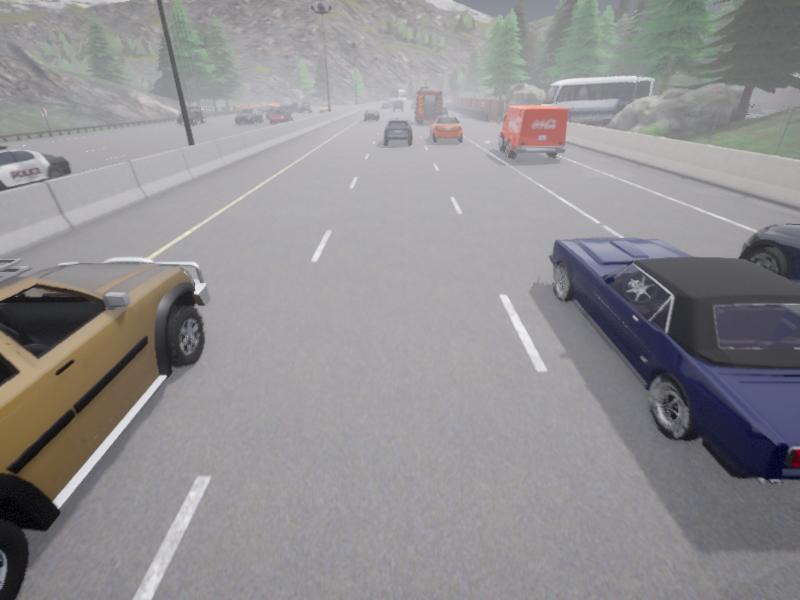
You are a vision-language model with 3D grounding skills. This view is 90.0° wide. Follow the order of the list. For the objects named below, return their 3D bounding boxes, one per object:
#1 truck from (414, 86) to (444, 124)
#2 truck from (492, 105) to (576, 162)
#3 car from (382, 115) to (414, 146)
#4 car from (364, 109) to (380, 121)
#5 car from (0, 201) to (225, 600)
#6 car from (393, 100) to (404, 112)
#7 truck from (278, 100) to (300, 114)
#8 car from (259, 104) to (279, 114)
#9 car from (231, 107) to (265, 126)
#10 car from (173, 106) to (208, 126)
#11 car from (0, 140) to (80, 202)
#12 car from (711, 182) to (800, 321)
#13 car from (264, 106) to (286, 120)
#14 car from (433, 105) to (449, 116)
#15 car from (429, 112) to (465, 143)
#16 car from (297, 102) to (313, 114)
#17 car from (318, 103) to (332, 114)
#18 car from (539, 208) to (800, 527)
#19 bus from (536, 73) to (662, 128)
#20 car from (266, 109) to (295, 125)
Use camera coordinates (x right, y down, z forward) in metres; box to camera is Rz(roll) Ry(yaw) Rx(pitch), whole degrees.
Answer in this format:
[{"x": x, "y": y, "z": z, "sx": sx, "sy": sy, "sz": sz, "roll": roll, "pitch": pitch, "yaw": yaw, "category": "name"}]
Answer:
[{"x": 3.333, "y": -23.610, "z": 48.389, "sx": 2.891, "sy": 3.827, "sz": 8.468, "roll": 0, "pitch": 27, "yaw": 0, "category": "truck"}, {"x": 6.926, "y": -9.144, "z": 21.655, "sx": 2.627, "sy": 2.467, "sz": 5.204, "roll": 0, "pitch": 27, "yaw": 0, "category": "truck"}, {"x": -0.122, "y": -12.015, "z": 28.250, "sx": 2.033, "sy": 1.649, "sz": 4.856, "roll": 0, "pitch": 27, "yaw": 0, "category": "car"}, {"x": -3.683, "y": -24.808, "z": 53.572, "sx": 1.895, "sy": 1.301, "sz": 4.718, "roll": 0, "pitch": 27, "yaw": 0, "category": "car"}, {"x": -3.500, "y": 0.658, "z": 3.334, "sx": 1.932, "sy": 1.855, "sz": 4.605, "roll": 0, "pitch": 27, "yaw": 0, "category": "car"}, {"x": -0.284, "y": -40.044, "z": 82.390, "sx": 2.150, "sy": 2.045, "sz": 5.566, "roll": 0, "pitch": 27, "yaw": 1, "category": "car"}, {"x": -21.271, "y": -37.152, "z": 76.933, "sx": 2.390, "sy": 2.098, "sz": 6.274, "roll": 0, "pitch": 27, "yaw": 0, "category": "truck"}, {"x": -24.765, "y": -36.190, "z": 75.823, "sx": 2.128, "sy": 1.511, "sz": 4.902, "roll": 0, "pitch": 27, "yaw": 0, "category": "car"}, {"x": -17.660, "y": -21.458, "z": 46.665, "sx": 2.097, "sy": 1.767, "sz": 4.553, "roll": 0, "pitch": 27, "yaw": 0, "category": "car"}, {"x": -24.664, "y": -21.779, "z": 47.265, "sx": 1.905, "sy": 1.878, "sz": 3.866, "roll": 0, "pitch": 27, "yaw": 0, "category": "car"}, {"x": -14.041, "y": -4.416, "z": 13.727, "sx": 2.038, "sy": 1.542, "sz": 4.974, "roll": 0, "pitch": 27, "yaw": 0, "category": "car"}, {"x": 6.990, "y": -0.194, "z": 5.145, "sx": 2.033, "sy": 1.649, "sz": 4.856, "roll": 0, "pitch": 27, "yaw": 0, "category": "car"}, {"x": -17.728, "y": -26.605, "z": 56.925, "sx": 1.851, "sy": 1.617, "sz": 3.988, "roll": 0, "pitch": 27, "yaw": 0, "category": "car"}, {"x": 6.769, "y": -31.510, "z": 66.303, "sx": 2.163, "sy": 1.488, "sz": 4.792, "roll": 0, "pitch": 27, "yaw": 0, "category": "car"}, {"x": 3.338, "y": -12.694, "z": 29.351, "sx": 2.097, "sy": 1.767, "sz": 4.553, "roll": 0, "pitch": 27, "yaw": 1, "category": "car"}, {"x": -17.764, "y": -36.011, "z": 74.926, "sx": 1.905, "sy": 1.878, "sz": 3.866, "roll": 0, "pitch": 27, "yaw": 0, "category": "car"}, {"x": -14.267, "y": -36.539, "z": 76.271, "sx": 1.801, "sy": 1.575, "sz": 5.366, "roll": 0, "pitch": 27, "yaw": 0, "category": "car"}, {"x": 3.494, "y": 0.118, "z": 4.943, "sx": 1.895, "sy": 1.301, "sz": 4.718, "roll": 0, "pitch": 27, "yaw": 0, "category": "car"}, {"x": 19.774, "y": -20.230, "z": 40.675, "sx": 10.273, "sy": 4.253, "sz": 3.944, "roll": -2, "pitch": 27, "yaw": 2, "category": "bus"}, {"x": -14.162, "y": -21.877, "z": 47.733, "sx": 2.007, "sy": 1.525, "sz": 4.514, "roll": 0, "pitch": 27, "yaw": 0, "category": "car"}]
